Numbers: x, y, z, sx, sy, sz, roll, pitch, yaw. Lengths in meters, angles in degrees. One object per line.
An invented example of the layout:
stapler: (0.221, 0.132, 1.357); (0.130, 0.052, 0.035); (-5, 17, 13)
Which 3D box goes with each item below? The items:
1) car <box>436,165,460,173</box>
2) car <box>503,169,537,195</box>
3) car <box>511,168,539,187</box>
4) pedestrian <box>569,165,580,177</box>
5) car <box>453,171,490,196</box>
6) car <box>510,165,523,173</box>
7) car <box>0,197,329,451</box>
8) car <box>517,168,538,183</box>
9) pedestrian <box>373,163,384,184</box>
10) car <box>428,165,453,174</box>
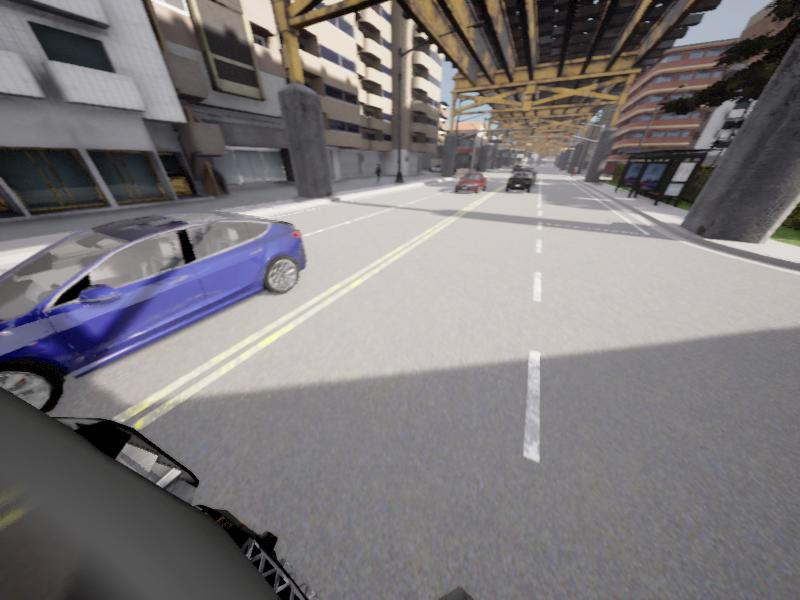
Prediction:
car: (10.555, -29.000, 51.025); (4.974, 1.542, 2.038); (4, 31, 6)
car: (10.661, -10.527, 20.349); (1.930, 1.638, 5.238); (15, 34, 23)
car: (13.952, -13.702, 25.685); (2.152, 1.651, 5.027); (16, 34, 23)
pedestrian: (30.703, -22.674, 40.559); (0.751, 1.860, 0.751); (3, 31, 5)
car: (6.061, -9.842, 19.329); (1.812, 1.442, 4.674); (16, 34, 23)
car: (27.394, -30.721, 54.105); (1.930, 1.638, 5.238); (16, 34, 23)
car: (-3.674, -0.370, 3.429); (2.163, 1.488, 4.792); (16, 34, 23)
car: (17.232, -16.885, 31.106); (2.038, 1.542, 4.974); (16, 34, 23)
pedestrian: (-2.187, -12.886, 23.506); (0.751, 1.860, 0.751); (12, 33, 19)
car: (8.330, -27.194, 47.994); (2.038, 1.542, 4.974); (-21, 37, -31)
